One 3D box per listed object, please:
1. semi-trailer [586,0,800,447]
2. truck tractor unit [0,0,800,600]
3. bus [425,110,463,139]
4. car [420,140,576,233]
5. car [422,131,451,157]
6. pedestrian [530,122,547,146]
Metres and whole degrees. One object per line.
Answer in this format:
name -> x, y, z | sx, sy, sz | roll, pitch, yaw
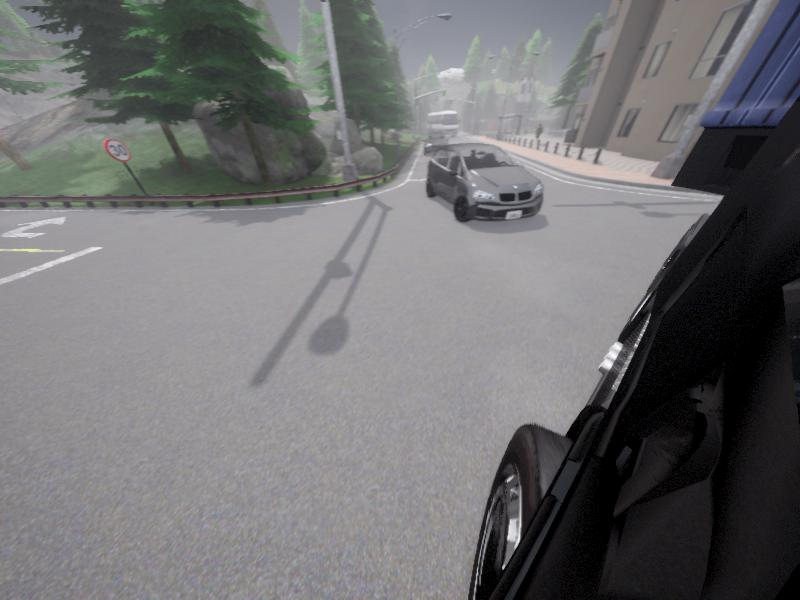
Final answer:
semi-trailer -> 9.972, -2.065, 2.098 | 14.254, 4.402, 2.717 | -9, 37, -8
truck tractor unit -> 2.645, -0.295, 0.351 | 6.516, 4.208, 3.053 | -28, 44, -30
bus -> 8.575, -35.751, 47.107 | 3.944, 4.253, 10.273 | -9, 38, -9
car -> 2.351, -3.859, 7.252 | 2.242, 1.667, 4.611 | -9, 37, -8
car -> 3.271, -14.267, 21.043 | 2.242, 1.667, 4.611 | 2, 37, 6
pedestrian -> 13.502, -16.253, 22.577 | 0.751, 1.860, 0.751 | 2, 37, 6
